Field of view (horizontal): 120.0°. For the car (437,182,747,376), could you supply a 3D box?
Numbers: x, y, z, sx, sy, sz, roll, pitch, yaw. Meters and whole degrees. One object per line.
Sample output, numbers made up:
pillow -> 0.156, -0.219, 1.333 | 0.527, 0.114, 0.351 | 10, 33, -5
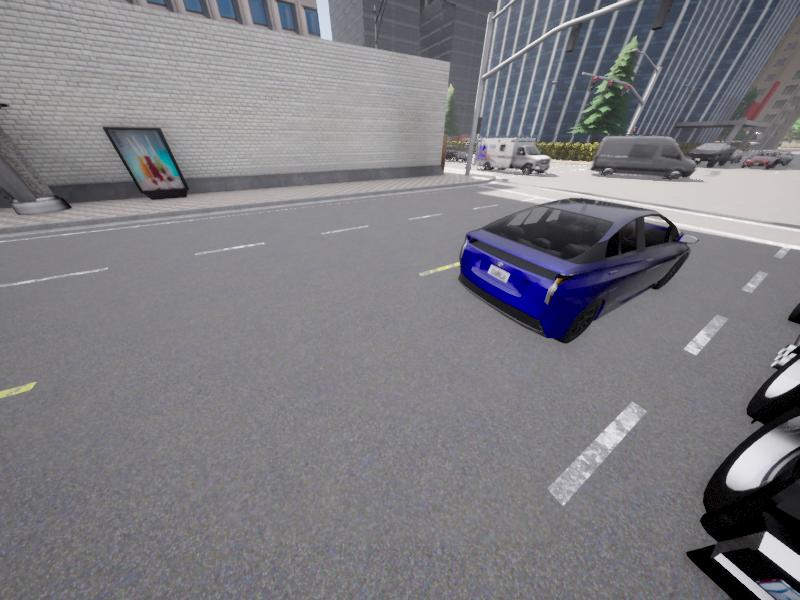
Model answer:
car -> 3.120, -0.868, 3.931 | 4.514, 1.525, 2.007 | -18, 39, -24

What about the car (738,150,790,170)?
car -> 36.239, -13.964, 23.016 | 4.193, 1.474, 1.816 | -18, 39, -24

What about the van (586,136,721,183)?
van -> 17.674, -10.369, 16.842 | 5.915, 2.561, 1.988 | 20, 41, 26

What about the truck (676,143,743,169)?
truck -> 32.935, -15.451, 24.582 | 6.274, 2.098, 2.390 | -18, 39, -24

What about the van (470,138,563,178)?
van -> 9.270, -12.053, 19.334 | 2.351, 2.431, 6.366 | -18, 39, -24

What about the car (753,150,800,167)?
car -> 42.304, -15.906, 25.940 | 4.181, 1.385, 1.994 | -19, 39, -25

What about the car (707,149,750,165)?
car -> 39.930, -17.465, 28.098 | 4.674, 1.442, 1.812 | -18, 39, -24

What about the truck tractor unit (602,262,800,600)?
truck tractor unit -> 5.106, -0.305, 0.787 | 6.516, 4.208, 3.053 | -18, 39, -24
